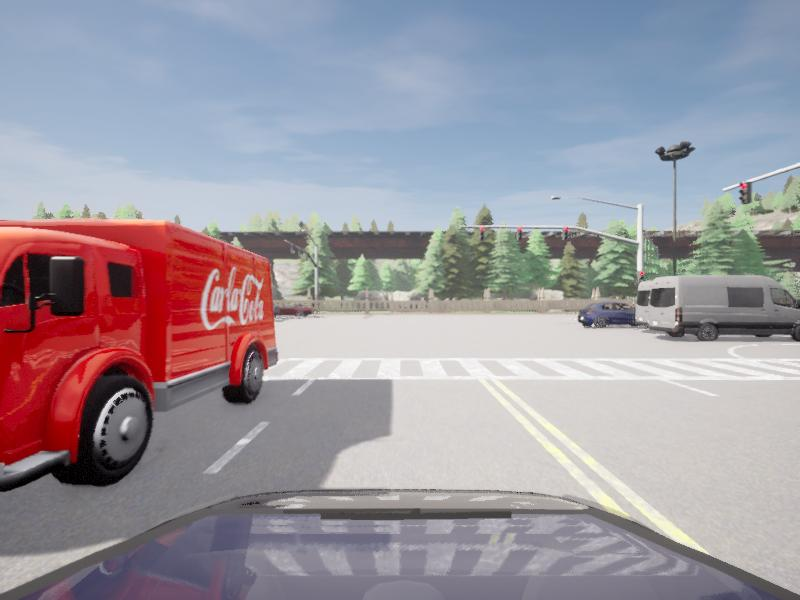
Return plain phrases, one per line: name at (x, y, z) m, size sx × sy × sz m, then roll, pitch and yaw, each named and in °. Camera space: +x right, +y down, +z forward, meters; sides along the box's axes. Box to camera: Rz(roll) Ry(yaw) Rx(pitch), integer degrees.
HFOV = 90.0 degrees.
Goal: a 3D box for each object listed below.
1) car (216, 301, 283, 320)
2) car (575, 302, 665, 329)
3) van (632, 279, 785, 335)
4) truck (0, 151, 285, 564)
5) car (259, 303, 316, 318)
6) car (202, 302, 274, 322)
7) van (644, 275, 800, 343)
car at (-12.616, 0.865, 33.732) m, size 4.892 × 1.490 × 1.837 m, roll 1°, pitch 0°, yaw 0°
car at (12.612, 0.868, 23.123) m, size 4.193 × 1.474 × 1.816 m, roll 0°, pitch 0°, yaw 0°
van at (14.939, 0.333, 19.607) m, size 5.915 × 2.561 × 1.988 m, roll 0°, pitch 0°, yaw 0°
truck at (-3.500, 0.367, 5.000) m, size 2.627 × 2.467 × 5.204 m, roll 0°, pitch -1°, yaw 0°
car at (-10.411, 0.965, 37.223) m, size 4.718 × 1.301 × 1.895 m, roll 0°, pitch 0°, yaw 0°
car at (-12.132, 0.887, 30.193) m, size 4.674 × 1.442 × 1.812 m, roll 0°, pitch 0°, yaw 1°
van at (13.422, 0.331, 16.114) m, size 5.915 × 2.561 × 1.988 m, roll 0°, pitch 0°, yaw 0°
